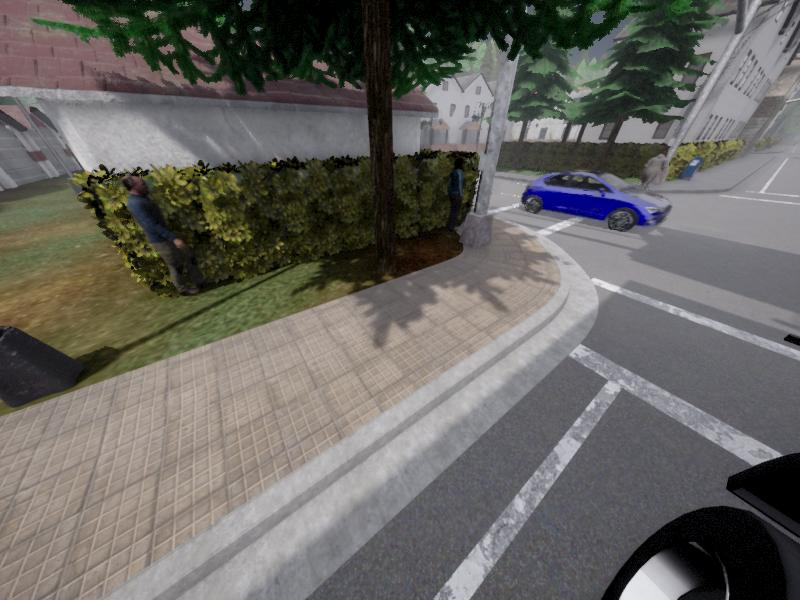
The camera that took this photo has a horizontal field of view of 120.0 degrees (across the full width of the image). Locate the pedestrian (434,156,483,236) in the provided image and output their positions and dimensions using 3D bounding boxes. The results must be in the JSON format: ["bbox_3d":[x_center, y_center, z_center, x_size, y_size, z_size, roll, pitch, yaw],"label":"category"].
[{"bbox_3d":[1.532,-2.847,6.357,0.751,1.860,0.751,-15,38,-19],"label":"pedestrian"}]

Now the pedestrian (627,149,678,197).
[{"bbox_3d":[11.657,-5.894,10.726,0.751,1.860,0.751,-22,41,-28],"label":"pedestrian"}]

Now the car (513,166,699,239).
[{"bbox_3d":[6.526,-3.587,7.958,1.816,1.474,4.193,-22,39,-27],"label":"car"}]

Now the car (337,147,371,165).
[{"bbox_3d":[-5.451,-17.005,27.093,1.882,1.535,5.008,-22,41,-28],"label":"car"}]

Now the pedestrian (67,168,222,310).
[{"bbox_3d":[-3.581,-0.894,3.527,0.751,1.860,0.751,-19,39,-25],"label":"pedestrian"}]

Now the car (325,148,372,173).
[{"bbox_3d":[-4.821,-12.971,21.289,2.152,1.651,5.027,-22,41,-28],"label":"car"}]

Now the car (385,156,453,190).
[{"bbox_3d":[1.027,-8.061,14.497,1.994,1.385,4.181,-22,41,-28],"label":"car"}]

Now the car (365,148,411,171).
[{"bbox_3d":[-1.236,-13.529,22.128,1.882,1.535,5.008,-22,41,-28],"label":"car"}]

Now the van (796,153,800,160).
[{"bbox_3d":[47.603,-17.083,26.066,4.480,2.038,2.069,-23,42,-29],"label":"van"}]
